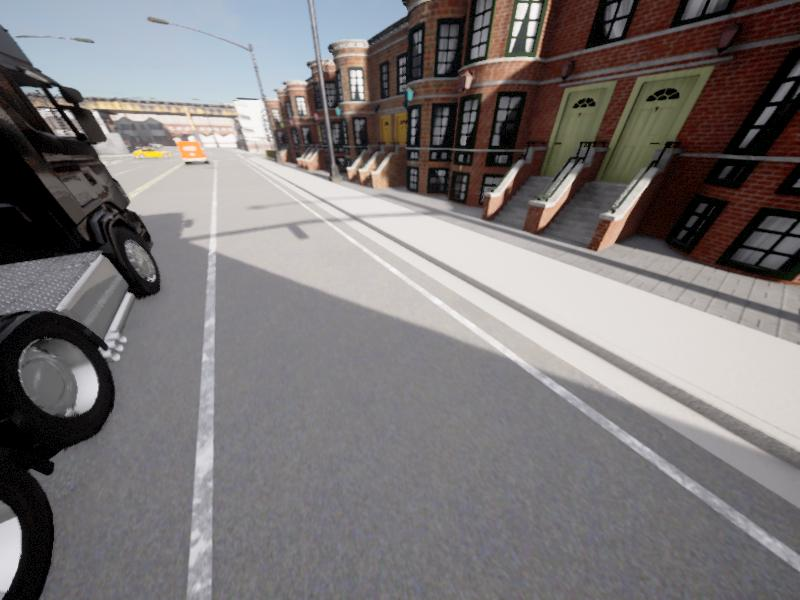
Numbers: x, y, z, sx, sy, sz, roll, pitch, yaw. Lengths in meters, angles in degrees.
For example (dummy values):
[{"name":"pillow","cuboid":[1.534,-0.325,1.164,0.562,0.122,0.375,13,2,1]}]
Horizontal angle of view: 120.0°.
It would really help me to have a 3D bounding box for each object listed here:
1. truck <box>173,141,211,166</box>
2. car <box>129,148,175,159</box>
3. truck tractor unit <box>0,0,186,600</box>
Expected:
[{"name":"truck","cuboid":[-26.492,-18.926,29.655,2.627,2.467,5.204,-20,40,-27]},{"name":"car","cuboid":[-42.948,-25.545,40.212,5.008,1.535,1.882,-21,40,-28]},{"name":"truck tractor unit","cuboid":[-4.506,-0.664,1.321,3.053,4.208,6.516,-20,39,-27]}]
